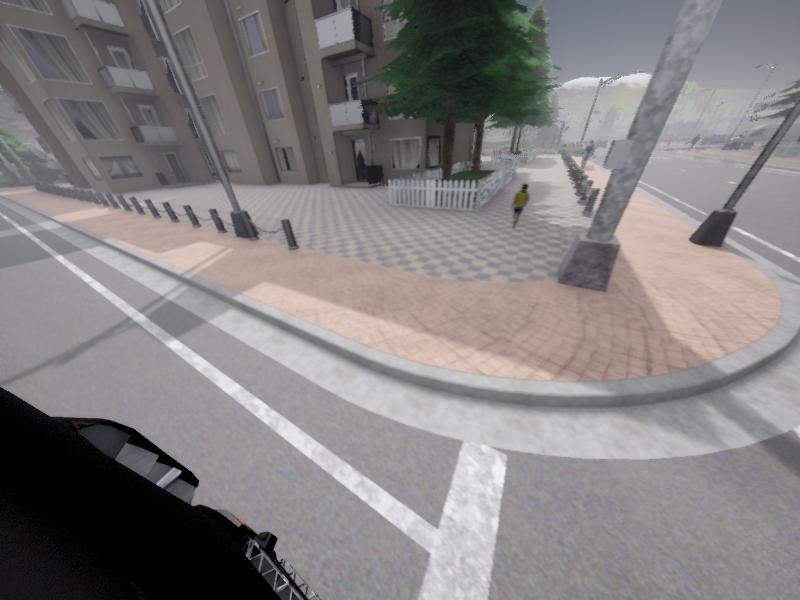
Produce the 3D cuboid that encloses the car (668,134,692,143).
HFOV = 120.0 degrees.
[{"bbox_3d":[68.263,-39.482,56.391,2.152,1.636,5.027,15,38,25],"label":"car"}]

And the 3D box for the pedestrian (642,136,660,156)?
[{"bbox_3d":[28.738,-17.586,26.468,0.751,1.860,0.751,-29,42,-34],"label":"pedestrian"}]

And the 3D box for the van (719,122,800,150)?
[{"bbox_3d":[45.842,-20.560,29.017,5.915,2.561,1.988,15,38,25],"label":"van"}]

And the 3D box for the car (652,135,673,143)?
[{"bbox_3d":[65.494,-40.190,57.686,2.007,1.523,4.514,15,38,25],"label":"car"}]

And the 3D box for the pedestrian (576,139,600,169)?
[{"bbox_3d":[13.949,-10.839,17.195,0.751,1.860,0.751,15,38,25],"label":"pedestrian"}]

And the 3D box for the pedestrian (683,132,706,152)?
[{"bbox_3d":[34.969,-18.774,27.467,0.751,1.860,0.751,-12,35,-14],"label":"pedestrian"}]

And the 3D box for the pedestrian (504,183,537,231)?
[{"bbox_3d":[3.143,-2.461,6.115,0.500,1.100,0.500,8,35,16],"label":"pedestrian"}]

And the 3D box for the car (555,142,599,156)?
[{"bbox_3d":[25.745,-22.075,33.771,2.007,1.525,4.514,-20,37,-24],"label":"car"}]

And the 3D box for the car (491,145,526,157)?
[{"bbox_3d":[18.359,-25.364,39.273,5.008,1.535,1.882,15,38,25],"label":"car"}]
